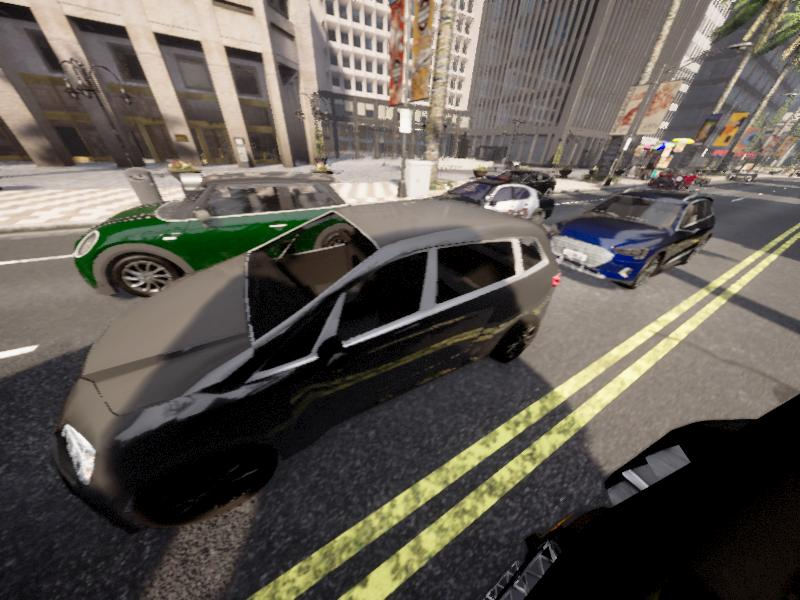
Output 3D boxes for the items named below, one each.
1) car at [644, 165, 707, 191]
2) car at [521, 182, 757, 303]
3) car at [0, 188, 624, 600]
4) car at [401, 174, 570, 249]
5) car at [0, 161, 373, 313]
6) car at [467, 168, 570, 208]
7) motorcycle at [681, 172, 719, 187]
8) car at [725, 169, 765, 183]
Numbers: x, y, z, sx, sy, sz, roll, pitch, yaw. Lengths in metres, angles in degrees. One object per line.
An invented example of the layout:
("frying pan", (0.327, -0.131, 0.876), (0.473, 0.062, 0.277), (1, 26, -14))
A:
("car", (25.450, -11.343, 21.371), (4.553, 1.767, 2.185), (-16, 38, -26))
("car", (5.615, -1.708, 5.492), (4.856, 1.649, 2.033), (-15, 37, -25))
("car", (-0.359, -0.100, 2.586), (4.611, 1.667, 2.242), (-15, 37, -25))
("car", (2.724, -3.087, 7.458), (4.974, 1.542, 2.038), (-15, 37, -25))
("car", (-3.083, -1.615, 4.567), (4.553, 1.767, 2.097), (-15, 37, -25))
("car", (6.213, -6.025, 12.205), (4.792, 1.488, 2.163), (-16, 38, -26))
("motorcycle", (31.904, -12.821, 24.592), (2.356, 1.277, 0.764), (2, 33, -1))
("car", (50.971, -18.378, 34.103), (4.892, 1.521, 2.231), (-16, 38, -26))
